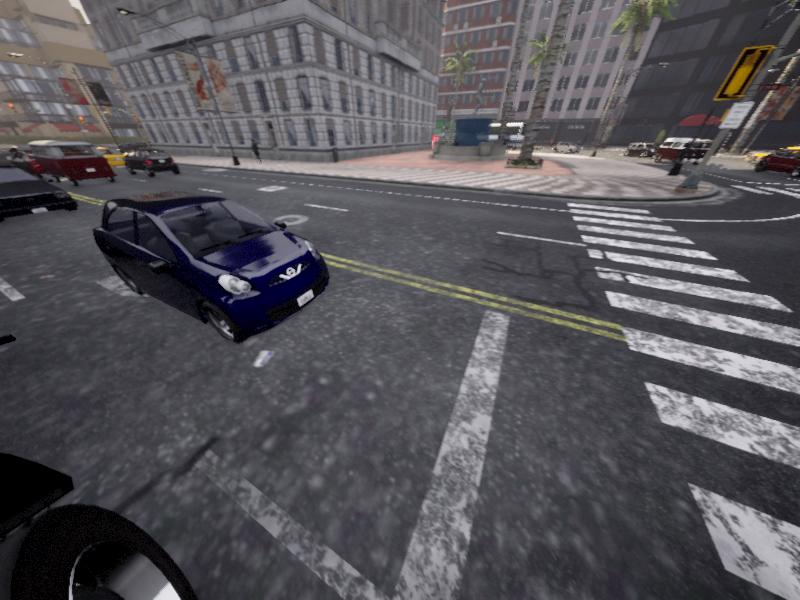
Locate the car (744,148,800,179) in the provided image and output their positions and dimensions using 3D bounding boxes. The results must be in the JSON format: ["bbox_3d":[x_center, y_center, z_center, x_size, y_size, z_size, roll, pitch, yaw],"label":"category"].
[{"bbox_3d":[27.196,-9.276,15.623,2.163,1.488,4.792,13,38,18],"label":"car"}]

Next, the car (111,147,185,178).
[{"bbox_3d":[-16.988,-9.373,15.644,3.705,1.549,1.789,16,39,21],"label":"car"}]

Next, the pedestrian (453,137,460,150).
[{"bbox_3d":[10.021,-27.787,40.916,0.751,1.860,0.751,-19,40,-24],"label":"pedestrian"}]

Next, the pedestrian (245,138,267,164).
[{"bbox_3d":[-12.313,-12.751,19.816,0.751,1.860,0.751,9,36,12],"label":"pedestrian"}]

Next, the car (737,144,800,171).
[{"bbox_3d":[32.606,-12.107,19.513,1.801,1.575,5.366,9,37,13],"label":"car"}]

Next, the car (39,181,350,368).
[{"bbox_3d":[-2.909,-0.768,3.618,3.633,1.501,1.845,16,39,21],"label":"car"}]

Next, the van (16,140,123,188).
[{"bbox_3d":[-18.342,-7.673,12.887,4.442,1.987,1.775,16,39,21],"label":"van"}]

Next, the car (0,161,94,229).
[{"bbox_3d":[-13.733,-3.828,8.013,5.357,1.411,2.033,16,39,21],"label":"car"}]

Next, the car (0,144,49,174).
[{"bbox_3d":[-29.654,-10.753,17.462,4.611,1.667,2.242,18,39,24],"label":"car"}]

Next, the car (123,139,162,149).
[{"bbox_3d":[-53.033,-32.211,47.670,2.163,1.488,4.792,16,38,21],"label":"car"}]

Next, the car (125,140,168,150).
[{"bbox_3d":[-50.212,-30.895,45.905,2.033,1.411,5.357,16,38,21],"label":"car"}]

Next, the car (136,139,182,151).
[{"bbox_3d":[-43.630,-28.237,41.975,1.930,1.638,5.238,16,38,21],"label":"car"}]

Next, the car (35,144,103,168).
[{"bbox_3d":[-29.481,-12.914,20.615,4.514,1.525,2.007,16,38,21],"label":"car"}]

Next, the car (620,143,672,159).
[{"bbox_3d":[30.106,-18.415,28.440,1.970,1.475,3.806,-3,36,-5],"label":"car"}]

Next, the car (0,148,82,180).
[{"bbox_3d":[-23.705,-9.006,15.189,4.193,1.474,1.816,16,38,21],"label":"car"}]

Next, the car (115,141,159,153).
[{"bbox_3d":[-42.487,-24.864,37.473,1.994,1.385,4.181,16,38,21],"label":"car"}]

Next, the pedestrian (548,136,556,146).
[{"bbox_3d":[34.473,-36.060,52.541,0.751,1.860,0.751,-25,43,-31],"label":"pedestrian"}]

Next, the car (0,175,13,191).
[{"bbox_3d":[-22.424,-6.391,11.476,4.974,1.542,2.038,16,39,21],"label":"car"}]

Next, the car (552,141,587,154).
[{"bbox_3d":[25.145,-22.755,34.471,1.845,1.501,3.633,-12,37,-16],"label":"car"}]

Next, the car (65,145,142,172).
[{"bbox_3d":[-23.297,-11.197,18.168,5.366,1.575,1.801,16,38,21],"label":"car"}]

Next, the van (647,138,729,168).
[{"bbox_3d":[25.949,-13.589,21.186,2.069,2.038,4.480,7,36,9],"label":"van"}]

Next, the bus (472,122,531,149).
[{"bbox_3d":[21.202,-34.974,49.248,3.944,4.253,10.273,-28,44,-34],"label":"bus"}]
